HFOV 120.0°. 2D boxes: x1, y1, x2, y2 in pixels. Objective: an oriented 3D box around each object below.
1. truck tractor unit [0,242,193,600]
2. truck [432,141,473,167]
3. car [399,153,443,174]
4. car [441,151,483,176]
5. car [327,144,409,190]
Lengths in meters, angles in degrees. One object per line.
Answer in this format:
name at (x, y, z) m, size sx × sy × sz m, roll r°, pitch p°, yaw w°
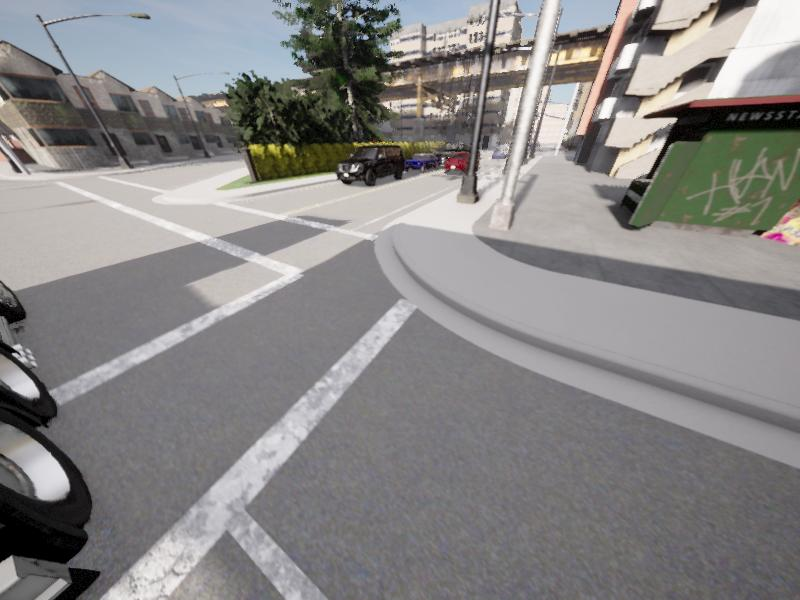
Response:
truck tractor unit at (-5.075, -0.332, 0.840) m, size 6.516 × 4.208 × 3.053 m, roll 20°, pitch 39°, yaw 26°
truck at (5.966, -16.398, 25.775) m, size 2.390 × 2.098 × 6.274 m, roll 18°, pitch 39°, yaw 25°
car at (1.949, -12.070, 20.279) m, size 1.895 × 1.301 × 4.718 m, roll 18°, pitch 39°, yaw 24°
car at (5.160, -11.337, 19.023) m, size 1.812 × 1.442 × 4.674 m, roll 18°, pitch 39°, yaw 25°
car at (-1.695, -8.734, 14.847) m, size 2.150 × 2.045 × 5.566 m, roll 18°, pitch 39°, yaw 24°
